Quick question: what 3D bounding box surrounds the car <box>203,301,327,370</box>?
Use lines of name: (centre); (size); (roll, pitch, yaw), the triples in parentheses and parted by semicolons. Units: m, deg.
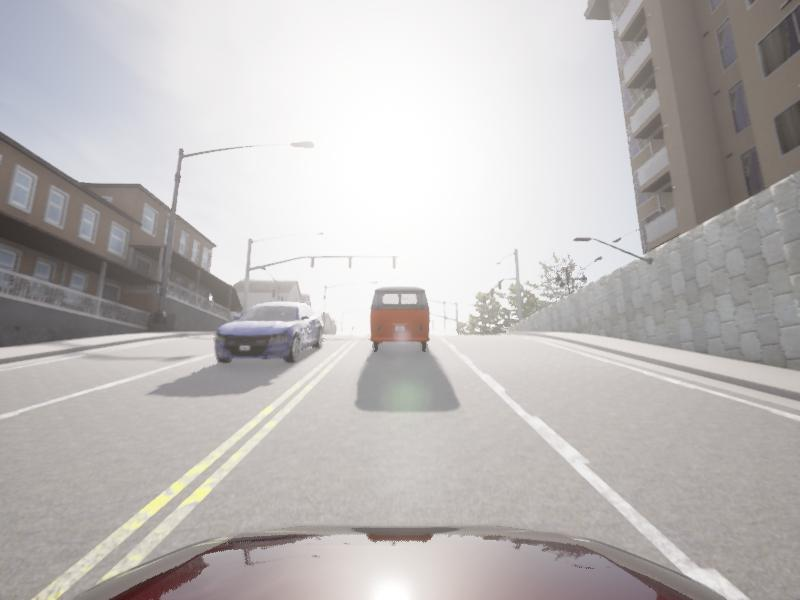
car: (-3.505, 0.800, 11.526); (1.882, 1.535, 5.008); (0, 0, 0)

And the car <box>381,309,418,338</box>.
car: (-0.020, 1.568, 25.420); (2.128, 1.511, 4.902); (-1, -7, 0)

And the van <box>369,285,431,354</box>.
van: (-0.004, 0.572, 13.661); (1.775, 1.987, 4.442); (0, 0, 0)
